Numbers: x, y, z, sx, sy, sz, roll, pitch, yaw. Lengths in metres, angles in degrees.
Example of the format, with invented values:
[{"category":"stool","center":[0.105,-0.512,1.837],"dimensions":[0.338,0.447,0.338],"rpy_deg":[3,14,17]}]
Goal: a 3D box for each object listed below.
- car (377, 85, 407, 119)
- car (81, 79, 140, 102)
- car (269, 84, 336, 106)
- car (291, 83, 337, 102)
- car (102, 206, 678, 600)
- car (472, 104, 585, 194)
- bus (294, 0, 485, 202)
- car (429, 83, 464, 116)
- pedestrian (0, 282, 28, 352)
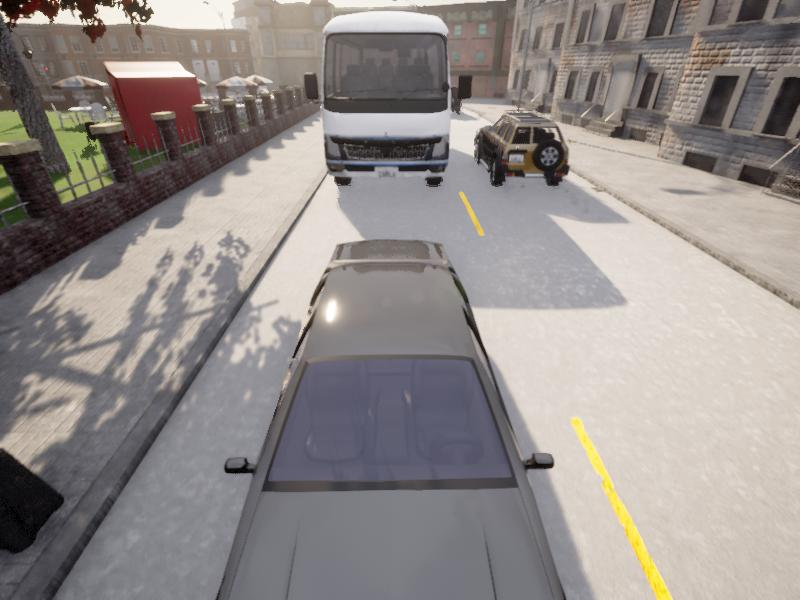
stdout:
[{"category":"car","center":[-0.574,-13.737,27.614],"dimensions":[1.905,1.878,3.866],"rpy_deg":[-1,30,-2]},{"category":"car","center":[-28.085,-20.402,38.986],"dimensions":[3.866,1.878,1.905],"rpy_deg":[0,30,0]},{"category":"car","center":[-8.571,-18.247,35.563],"dimensions":[5.238,1.638,1.930],"rpy_deg":[1,30,2]},{"category":"car","center":[-8.349,-20.301,39.109],"dimensions":[3.988,1.617,1.851],"rpy_deg":[2,30,3]},{"category":"car","center":[-0.082,0.688,3.450],"dimensions":[2.033,1.411,5.357],"rpy_deg":[0,30,-1]},{"category":"car","center":[3.641,-4.852,12.438],"dimensions":[1.932,1.855,4.605],"rpy_deg":[0,30,0]},{"category":"bus","center":[-0.187,-6.989,13.737],"dimensions":[3.944,4.253,10.273],"rpy_deg":[0,30,0]},{"category":"car","center":[3.367,-14.897,29.600],"dimensions":[1.905,1.878,3.866],"rpy_deg":[-1,31,-2]},{"category":"pedestrian","center":[-5.074,0.029,4.403],"dimensions":[0.751,1.300,0.751],"rpy_deg":[0,30,-1]}]
